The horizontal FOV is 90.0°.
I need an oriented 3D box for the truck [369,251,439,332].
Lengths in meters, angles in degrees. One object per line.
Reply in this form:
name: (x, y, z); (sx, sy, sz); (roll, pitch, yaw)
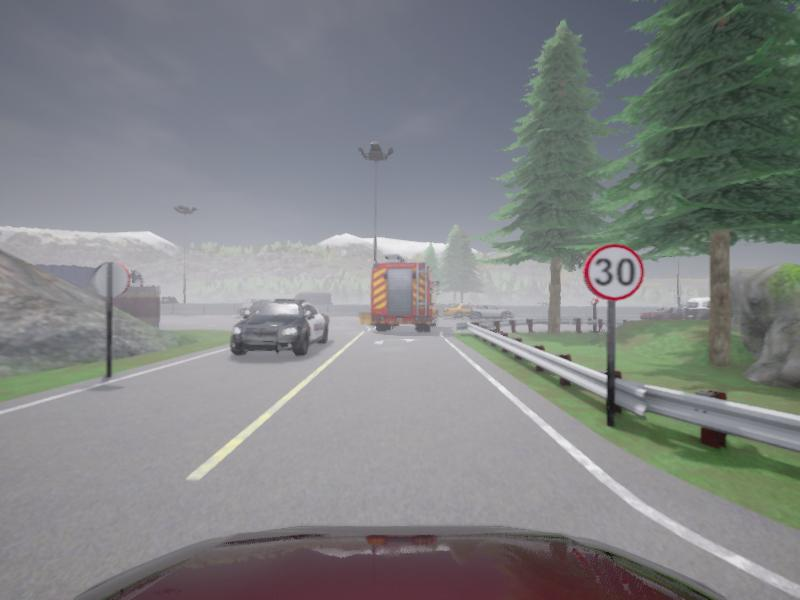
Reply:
truck: (0.582, -0.260, 23.143); (2.891, 3.827, 8.468); (0, -2, 8)

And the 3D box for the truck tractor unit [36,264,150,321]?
truck tractor unit: (-23.716, -0.572, 31.176); (6.516, 4.208, 3.053); (0, 0, 0)

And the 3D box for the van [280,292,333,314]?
van: (-11.273, 0.367, 48.624); (5.915, 2.561, 1.988); (1, 0, 0)

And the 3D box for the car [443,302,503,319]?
car: (6.822, 0.982, 38.001); (5.366, 1.575, 1.801); (0, 0, 0)

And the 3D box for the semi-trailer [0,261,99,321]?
semi-trailer: (-31.627, -0.729, 31.119); (14.254, 4.402, 2.717); (1, 0, 0)

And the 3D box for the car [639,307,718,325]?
car: (21.426, 1.234, 30.907); (4.718, 1.301, 1.895); (0, 0, 0)

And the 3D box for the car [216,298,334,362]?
car: (-3.473, 0.729, 12.261); (2.038, 1.542, 4.974); (0, 0, 0)

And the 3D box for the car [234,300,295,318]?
car: (-12.862, 0.811, 38.129); (5.027, 1.651, 2.152); (1, 0, 0)

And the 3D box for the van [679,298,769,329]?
van: (22.078, 0.868, 27.413); (4.480, 2.038, 2.069); (0, 0, 0)

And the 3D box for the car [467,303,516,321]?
car: (7.822, 1.040, 34.493); (3.806, 1.475, 1.970); (0, 0, 0)

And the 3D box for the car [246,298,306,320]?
car: (-10.667, 0.742, 34.614); (4.553, 1.767, 2.097); (0, 0, 0)
